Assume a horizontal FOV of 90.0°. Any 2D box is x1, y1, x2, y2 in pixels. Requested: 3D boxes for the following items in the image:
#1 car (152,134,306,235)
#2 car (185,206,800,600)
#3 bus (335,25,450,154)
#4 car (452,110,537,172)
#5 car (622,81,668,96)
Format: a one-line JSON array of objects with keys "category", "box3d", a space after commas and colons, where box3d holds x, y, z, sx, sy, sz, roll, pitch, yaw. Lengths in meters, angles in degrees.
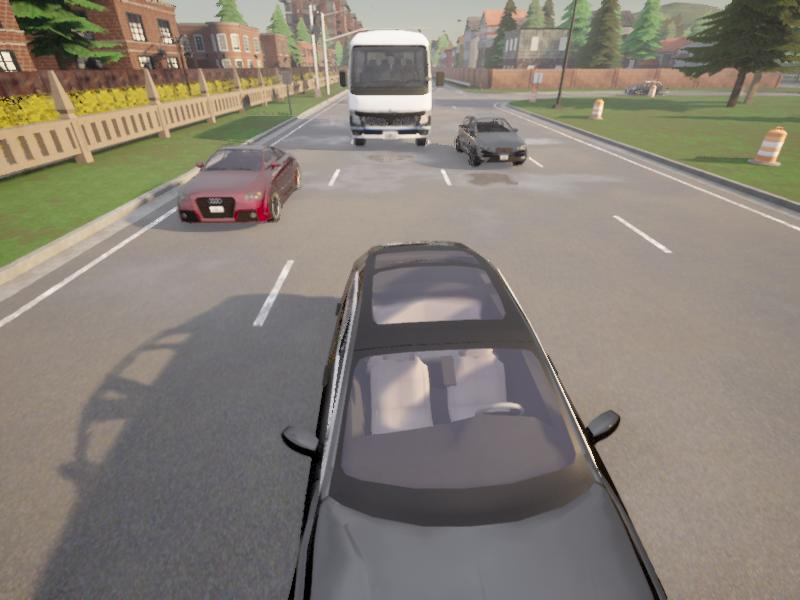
[{"category": "car", "box3d": [-3.766, -3.008, 9.785, 1.994, 1.385, 4.181, -1, 30, -1]}, {"category": "car", "box3d": [0.306, 0.741, 3.234, 2.128, 1.511, 4.902, -3, 30, -1]}, {"category": "bus", "box3d": [-0.335, -10.232, 19.248, 3.944, 4.253, 10.273, -1, 30, -1]}, {"category": "car", "box3d": [3.225, -5.927, 14.632, 1.816, 1.474, 4.193, -2, 30, -3]}, {"category": "car", "box3d": [27.735, -23.994, 45.368, 3.806, 1.475, 1.970, -3, 30, -4]}]
